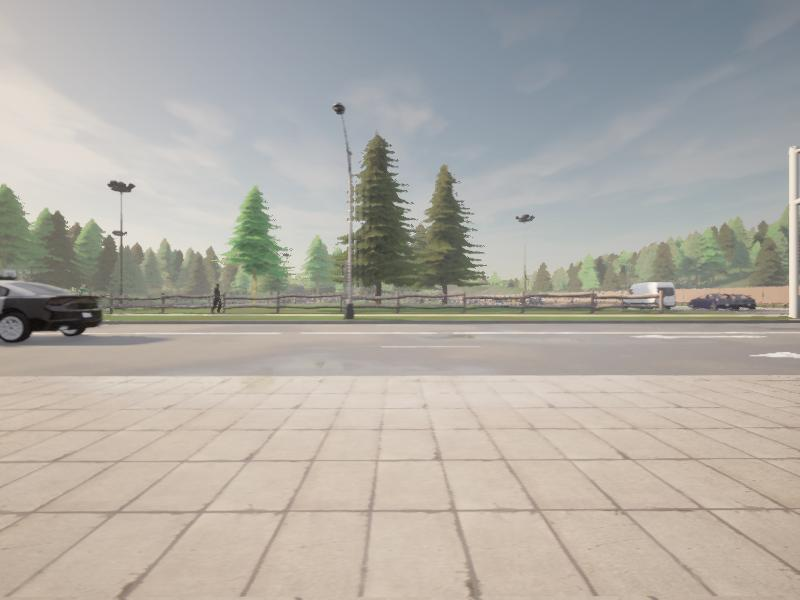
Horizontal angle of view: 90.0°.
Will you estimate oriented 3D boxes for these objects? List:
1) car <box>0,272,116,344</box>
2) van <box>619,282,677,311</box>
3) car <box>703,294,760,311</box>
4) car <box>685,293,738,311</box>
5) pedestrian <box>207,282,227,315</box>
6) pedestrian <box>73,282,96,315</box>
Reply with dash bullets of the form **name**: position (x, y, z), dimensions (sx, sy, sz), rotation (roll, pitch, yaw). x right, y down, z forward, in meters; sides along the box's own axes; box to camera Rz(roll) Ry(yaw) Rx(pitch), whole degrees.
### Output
- **car**: position (-10.557, 0.188, 10.199), dimensions (5.238, 1.638, 1.930), rotation (0, 0, 0)
- **van**: position (23.932, -0.310, 38.923), dimensions (1.988, 2.561, 5.915), rotation (0, 0, -1)
- **car**: position (30.941, 0.212, 37.537), dimensions (1.816, 1.474, 4.193), rotation (0, 0, -1)
- **car**: position (27.468, 0.190, 35.410), dimensions (1.845, 1.501, 3.633), rotation (0, 0, -1)
- **pedestrian**: position (-10.369, -0.099, 22.665), dimensions (0.751, 1.860, 0.751), rotation (0, 0, 4)
- **pedestrian**: position (-18.321, -0.088, 23.257), dimensions (0.751, 1.860, 0.751), rotation (0, 0, 3)
